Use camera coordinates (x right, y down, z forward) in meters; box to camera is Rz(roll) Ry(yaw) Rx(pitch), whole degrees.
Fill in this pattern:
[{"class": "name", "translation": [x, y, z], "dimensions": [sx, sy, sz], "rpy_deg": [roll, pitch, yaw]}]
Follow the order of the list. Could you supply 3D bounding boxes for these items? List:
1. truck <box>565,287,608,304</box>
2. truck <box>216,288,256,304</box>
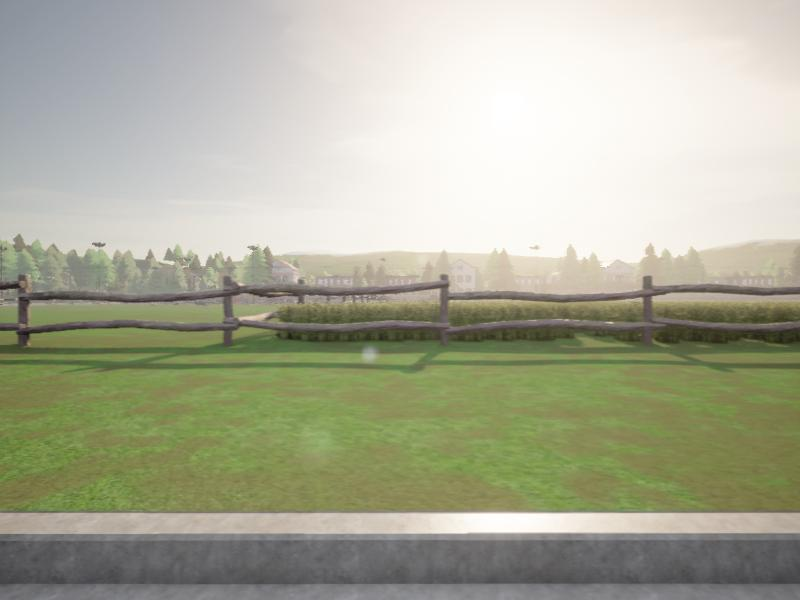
[{"class": "truck", "translation": [42.636, -0.949, 91.702], "dimensions": [8.468, 3.827, 2.891], "rpy_deg": [0, 0, 0]}, {"class": "truck", "translation": [-39.103, -0.902, 95.543], "dimensions": [8.468, 3.827, 2.891], "rpy_deg": [0, 0, 0]}]
